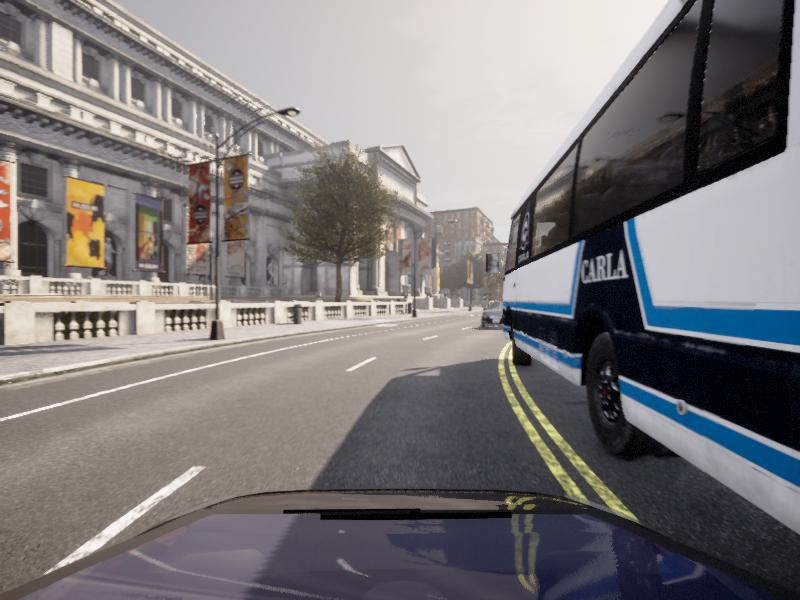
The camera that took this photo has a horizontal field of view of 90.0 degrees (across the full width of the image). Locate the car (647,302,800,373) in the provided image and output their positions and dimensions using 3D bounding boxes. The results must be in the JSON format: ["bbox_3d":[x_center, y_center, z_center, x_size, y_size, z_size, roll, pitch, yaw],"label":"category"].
[{"bbox_3d":[8.821,0.833,11.194,2.038,1.542,4.974,0,0,17],"label":"car"}]

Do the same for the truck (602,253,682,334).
[{"bbox_3d":[13.756,-0.303,23.496,2.891,3.827,8.468,0,0,23],"label":"truck"}]

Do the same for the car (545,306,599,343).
[{"bbox_3d":[7.468,0.956,17.579,1.895,1.301,4.718,0,0,22],"label":"car"}]

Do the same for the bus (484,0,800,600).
[{"bbox_3d":[3.760,-0.529,6.192,3.944,4.253,10.273,0,0,7],"label":"bus"}]

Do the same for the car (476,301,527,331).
[{"bbox_3d":[6.058,0.849,23.350,2.128,1.511,4.902,0,0,24],"label":"car"}]
